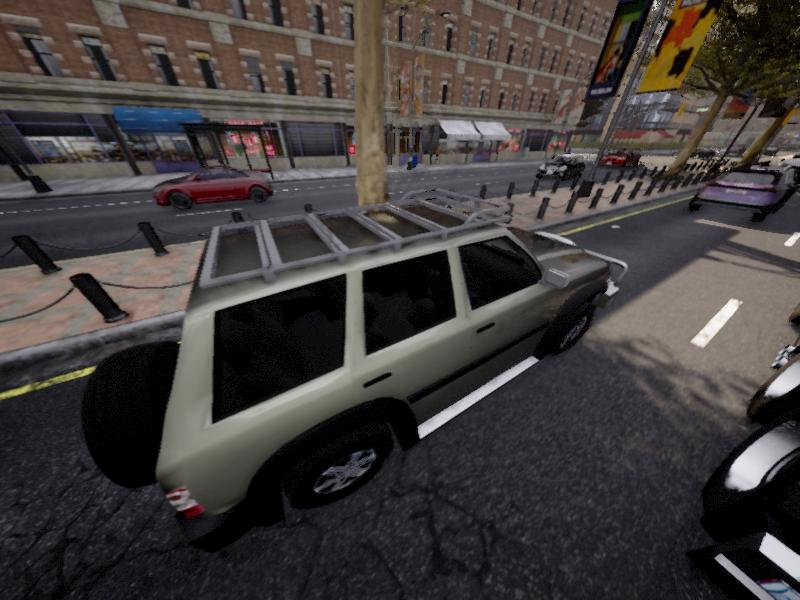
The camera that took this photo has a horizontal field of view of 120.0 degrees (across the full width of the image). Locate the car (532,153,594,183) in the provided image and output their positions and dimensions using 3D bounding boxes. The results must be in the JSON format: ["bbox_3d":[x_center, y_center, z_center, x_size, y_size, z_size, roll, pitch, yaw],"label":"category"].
[{"bbox_3d":[11.356,-9.268,16.123,3.806,1.475,1.970,-24,42,-31],"label":"car"}]

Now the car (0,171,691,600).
[{"bbox_3d":[0.312,-0.084,2.486,4.605,1.855,1.932,-19,39,-24],"label":"car"}]

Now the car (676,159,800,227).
[{"bbox_3d":[13.333,-4.255,8.801,4.856,1.649,2.033,-18,39,-25],"label":"car"}]

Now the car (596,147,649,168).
[{"bbox_3d":[23.793,-15.303,24.730,4.611,1.667,2.242,-18,39,-25],"label":"car"}]

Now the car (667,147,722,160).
[{"bbox_3d":[44.660,-22.408,35.265,1.837,1.490,4.892,-4,35,-7],"label":"car"}]

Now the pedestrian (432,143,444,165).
[{"bbox_3d":[3.743,-14.480,22.908,0.751,1.860,0.751,-13,37,-18],"label":"pedestrian"}]

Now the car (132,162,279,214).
[{"bbox_3d":[-7.680,-4.851,9.713,4.181,1.385,1.994,-18,39,-24],"label":"car"}]

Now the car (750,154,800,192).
[{"bbox_3d":[23.756,-7.680,13.798,5.238,1.638,1.930,-18,39,-24],"label":"car"}]

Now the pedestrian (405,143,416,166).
[{"bbox_3d":[1.045,-14.222,22.515,0.751,1.860,0.751,-13,37,-18],"label":"pedestrian"}]

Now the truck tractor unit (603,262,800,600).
[{"bbox_3d":[5.106,-0.307,0.786,6.516,4.208,3.053,-18,39,-24],"label":"truck tractor unit"}]

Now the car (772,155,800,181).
[{"bbox_3d":[29.655,-9.546,16.671,3.806,1.475,1.970,-16,38,-23],"label":"car"}]
